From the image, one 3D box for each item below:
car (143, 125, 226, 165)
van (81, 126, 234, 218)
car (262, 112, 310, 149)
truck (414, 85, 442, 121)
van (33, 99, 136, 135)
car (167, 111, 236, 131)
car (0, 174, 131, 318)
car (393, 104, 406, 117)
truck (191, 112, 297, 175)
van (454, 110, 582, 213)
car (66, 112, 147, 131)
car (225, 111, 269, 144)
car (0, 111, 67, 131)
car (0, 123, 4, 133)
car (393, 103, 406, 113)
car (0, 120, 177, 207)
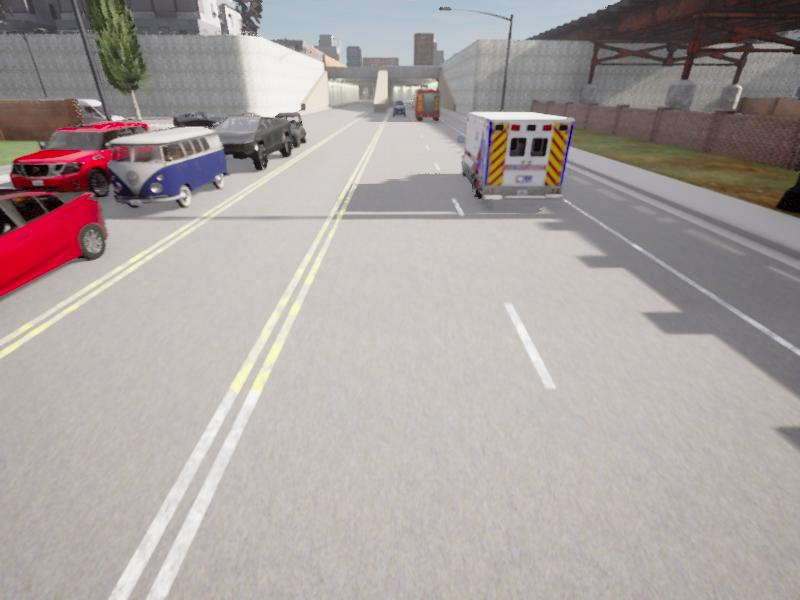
[{"bbox_3d":[-10.578,-7.815,20.014,1.970,1.475,3.806,0,27,-1],"label":"car"},{"bbox_3d":[-7.019,-4.124,12.348,1.775,1.987,4.442,0,27,0],"label":"van"},{"bbox_3d":[-7.147,-10.853,25.453,1.905,1.878,3.866,-1,27,-1],"label":"car"},{"bbox_3d":[3.438,-25.294,51.314,2.891,3.827,8.468,0,27,0],"label":"truck"},{"bbox_3d":[-25.238,-14.767,32.214,5.915,2.561,1.988,0,27,-1],"label":"van"},{"bbox_3d":[-17.573,-15.931,35.622,4.902,1.511,2.128,0,27,0],"label":"car"},{"bbox_3d":[-7.011,-0.879,6.575,2.007,1.525,4.514,0,27,0],"label":"car"},{"bbox_3d":[-0.078,-27.730,58.489,1.882,1.535,5.008,0,28,0],"label":"car"},{"bbox_3d":[-6.936,-7.564,18.872,2.390,2.098,6.274,1,27,1],"label":"truck"},{"bbox_3d":[3.481,-5.015,13.644,2.351,2.431,6.366,0,27,0],"label":"van"},{"bbox_3d":[-25.963,-15.867,35.582,5.357,1.411,2.033,0,27,0],"label":"car"},{"bbox_3d":[-10.469,-12.050,27.768,1.932,1.855,4.605,-4,27,-9],"label":"car"},{"bbox_3d":[-32.985,-15.893,35.484,4.892,1.490,1.837,0,27,-1],"label":"car"},{"bbox_3d":[-35.158,-14.270,32.356,3.806,1.475,1.970,0,27,-1],"label":"car"},{"bbox_3d":[-0.092,-33.769,70.301,2.033,1.411,5.357,0,27,0],"label":"car"},{"bbox_3d":[-10.478,-4.968,13.893,2.150,2.045,5.566,0,27,0],"label":"car"}]
